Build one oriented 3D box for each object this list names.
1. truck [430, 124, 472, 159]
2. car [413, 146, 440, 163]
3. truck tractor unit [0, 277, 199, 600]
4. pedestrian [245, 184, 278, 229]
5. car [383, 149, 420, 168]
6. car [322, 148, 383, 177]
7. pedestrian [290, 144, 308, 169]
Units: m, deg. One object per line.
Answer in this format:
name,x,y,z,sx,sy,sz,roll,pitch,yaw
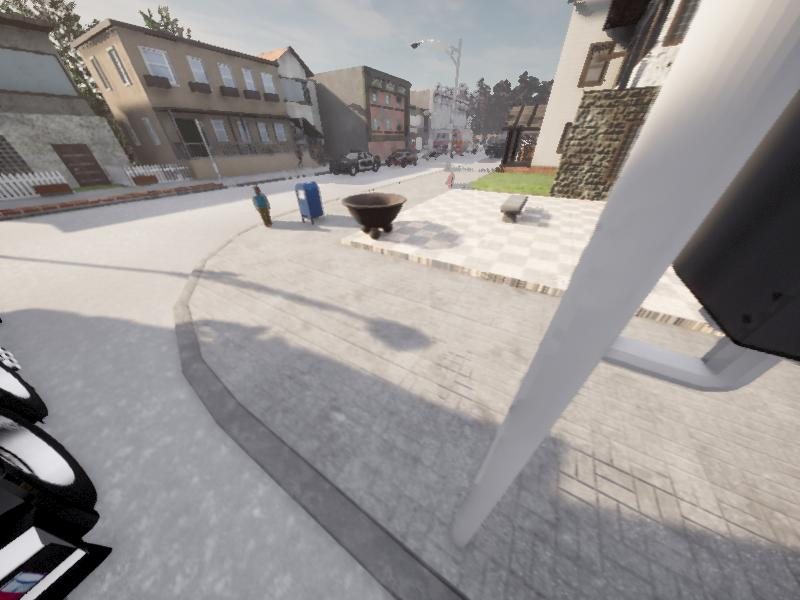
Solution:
truck,7.619,-23.167,33.868,2.891,3.827,8.468,18,39,25
car,3.303,-18.012,28.493,1.789,1.549,3.705,18,39,25
truck tractor unit,-5.136,-0.273,0.748,6.516,4.208,3.053,17,39,23
pedestrian,-4.001,-2.711,6.739,0.500,1.100,0.500,-13,37,-18
car,0.253,-14.978,24.325,1.994,1.385,4.181,18,39,25
car,-3.647,-11.368,18.939,1.930,1.638,5.238,18,39,24
pedestrian,-8.968,-12.756,20.569,0.751,1.860,0.751,15,38,21
